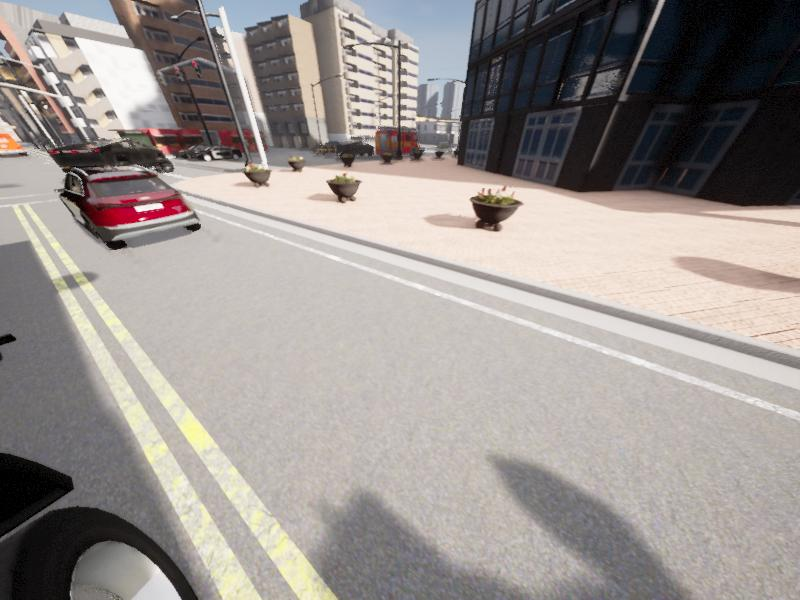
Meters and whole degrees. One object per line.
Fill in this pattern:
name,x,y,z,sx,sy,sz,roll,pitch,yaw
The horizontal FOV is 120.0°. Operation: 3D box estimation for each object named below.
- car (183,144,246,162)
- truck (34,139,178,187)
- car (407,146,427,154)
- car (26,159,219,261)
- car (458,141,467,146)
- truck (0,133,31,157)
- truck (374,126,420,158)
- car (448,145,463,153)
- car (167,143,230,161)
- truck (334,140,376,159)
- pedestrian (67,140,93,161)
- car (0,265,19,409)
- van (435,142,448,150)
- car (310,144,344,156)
car,-21.364,-17.200,26.904,1.930,1.638,5.238,21,39,26
truck,-17.559,-8.880,14.601,2.390,2.098,6.274,-11,36,-13
car,3.535,-31.126,47.960,1.895,1.301,4.718,21,39,26
car,-7.639,-2.782,6.381,4.856,1.649,2.033,21,40,27
car,24.214,-60.569,89.292,1.789,1.549,3.705,21,41,26
truck,-50.731,-19.820,29.492,5.204,2.467,2.627,21,40,27
truck,-0.281,-25.267,37.118,2.891,3.827,8.468,21,39,26
car,13.220,-35.852,54.913,1.812,1.442,4.674,21,39,26
car,-24.434,-18.188,28.273,1.930,1.638,5.238,20,40,26
truck,-6.570,-22.812,34.934,2.390,2.098,6.274,21,39,26
pedestrian,-33.791,-15.777,24.414,0.751,1.860,0.751,24,42,30
car,-6.612,0.072,2.447,4.974,1.542,2.038,22,41,28
van,12.565,-46.474,69.646,1.775,1.987,4.442,21,40,26
car,-12.090,-25.119,38.629,1.801,1.575,5.366,21,39,26
